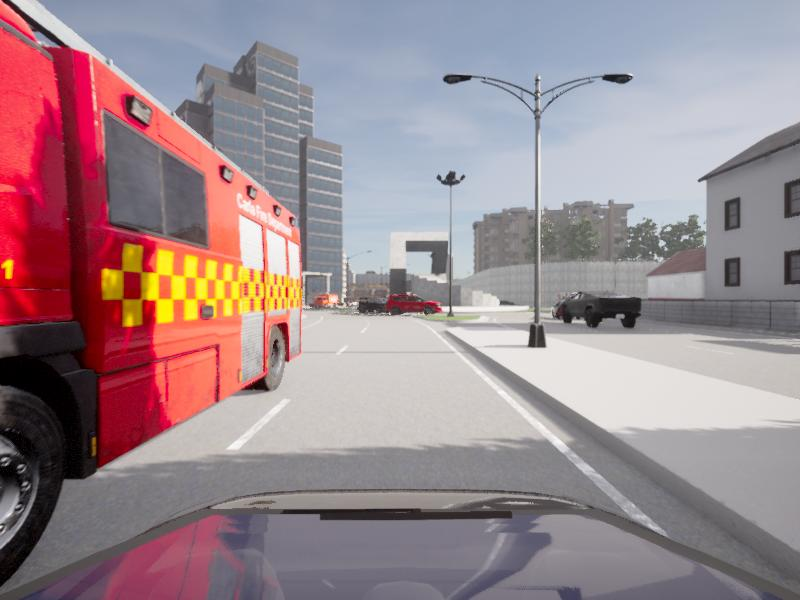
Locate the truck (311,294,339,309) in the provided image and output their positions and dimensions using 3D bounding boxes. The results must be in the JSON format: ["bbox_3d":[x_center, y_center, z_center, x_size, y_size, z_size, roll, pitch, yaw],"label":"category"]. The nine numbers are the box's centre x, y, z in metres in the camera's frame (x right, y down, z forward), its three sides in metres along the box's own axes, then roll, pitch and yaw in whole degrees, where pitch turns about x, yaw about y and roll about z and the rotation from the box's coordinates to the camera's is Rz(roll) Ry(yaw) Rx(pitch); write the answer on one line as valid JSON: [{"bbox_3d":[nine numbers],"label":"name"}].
[{"bbox_3d":[-12.791,0.269,68.407,2.627,2.467,5.204,0,0,17],"label":"truck"}]

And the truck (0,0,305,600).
[{"bbox_3d":[-3.523,-0.323,4.597,2.891,3.827,8.468,0,0,0],"label":"truck"}]

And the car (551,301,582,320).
[{"bbox_3d":[13.733,0.813,33.163,1.816,1.474,4.193,0,0,15],"label":"car"}]

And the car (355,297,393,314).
[{"bbox_3d":[-2.878,0.590,44.544,3.866,1.878,1.905,0,0,30],"label":"car"}]

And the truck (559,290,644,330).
[{"bbox_3d":[11.835,0.512,24.148,2.390,2.098,6.274,0,0,4],"label":"truck"}]

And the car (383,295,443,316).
[{"bbox_3d":[1.295,0.519,39.343,5.566,2.045,2.150,0,0,13],"label":"car"}]
